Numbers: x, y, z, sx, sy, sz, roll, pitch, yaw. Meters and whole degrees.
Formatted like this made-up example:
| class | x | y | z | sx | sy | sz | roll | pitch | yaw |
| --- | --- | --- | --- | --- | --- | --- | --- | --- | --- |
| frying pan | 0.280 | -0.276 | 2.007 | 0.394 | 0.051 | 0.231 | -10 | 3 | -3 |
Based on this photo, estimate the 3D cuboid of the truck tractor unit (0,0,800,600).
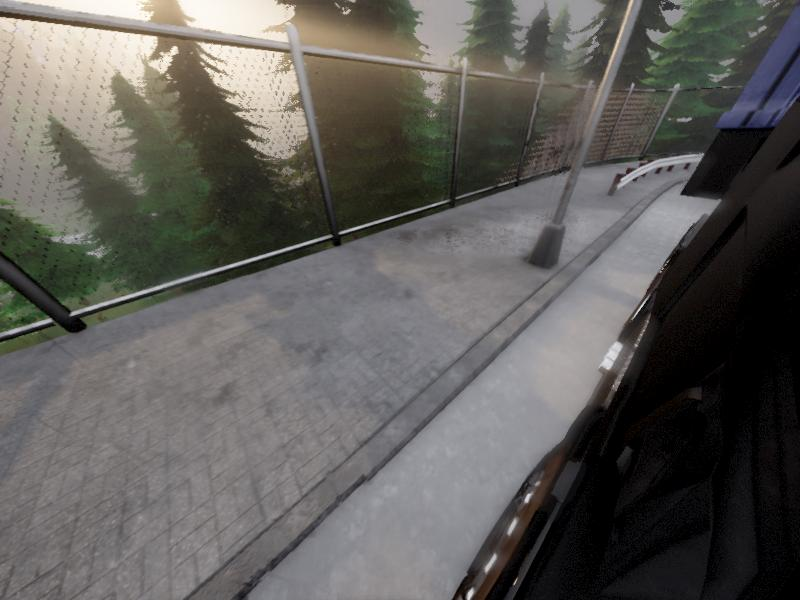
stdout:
| class | x | y | z | sx | sy | sz | roll | pitch | yaw |
| --- | --- | --- | --- | --- | --- | --- | --- | --- | --- |
| truck tractor unit | 2.645 | -0.295 | 0.352 | 6.516 | 4.208 | 3.053 | -28 | 44 | -30 |

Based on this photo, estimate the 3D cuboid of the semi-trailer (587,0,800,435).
| class | x | y | z | sx | sy | sz | roll | pitch | yaw |
| --- | --- | --- | --- | --- | --- | --- | --- | --- | --- |
| semi-trailer | 9.497 | -2.891 | 3.224 | 14.254 | 4.402 | 2.717 | -18 | 39 | -19 |
